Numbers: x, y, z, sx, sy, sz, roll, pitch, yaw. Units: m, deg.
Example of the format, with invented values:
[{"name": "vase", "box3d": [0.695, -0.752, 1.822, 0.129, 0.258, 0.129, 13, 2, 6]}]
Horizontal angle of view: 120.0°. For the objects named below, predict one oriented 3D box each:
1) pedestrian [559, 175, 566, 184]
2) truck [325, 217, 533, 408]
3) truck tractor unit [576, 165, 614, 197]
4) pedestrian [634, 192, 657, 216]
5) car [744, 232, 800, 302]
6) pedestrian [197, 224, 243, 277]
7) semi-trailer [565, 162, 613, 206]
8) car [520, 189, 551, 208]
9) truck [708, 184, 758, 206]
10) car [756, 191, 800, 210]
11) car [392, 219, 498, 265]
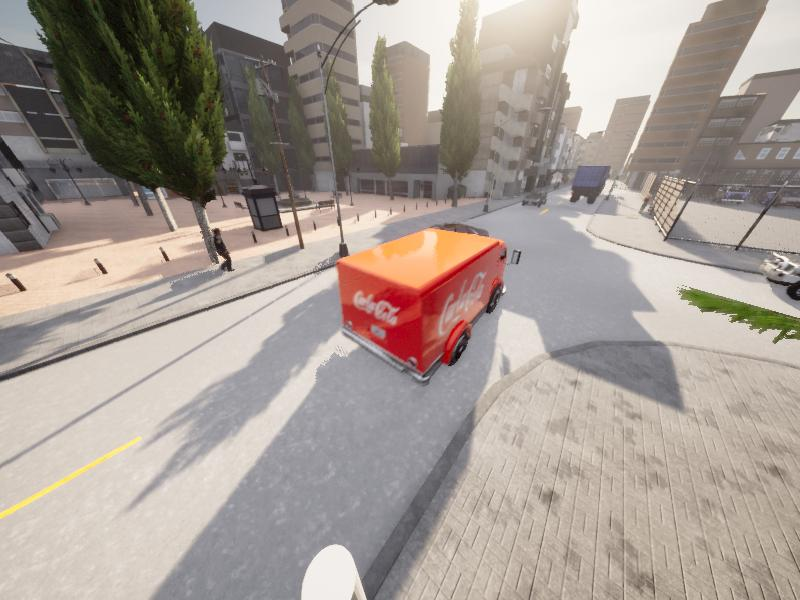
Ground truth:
[{"name": "pedestrian", "box3d": [42.883, -31.823, 61.008, 0.751, 1.860, 0.751, -25, 38, -36]}, {"name": "truck", "box3d": [1.163, -0.422, 6.268, 2.627, 2.467, 5.204, 23, 37, 34]}, {"name": "truck tractor unit", "box3d": [31.223, -19.085, 36.879, 3.053, 4.208, 6.516, 23, 37, 34]}, {"name": "pedestrian", "box3d": [22.064, -8.627, 20.814, 0.751, 1.860, 0.751, 23, 37, 34]}, {"name": "car", "box3d": [15.379, -0.594, 7.162, 4.605, 1.855, 1.932, 23, 37, 34]}, {"name": "pedestrian", "box3d": [-7.255, -2.013, 9.375, 0.751, 1.860, 0.751, 23, 37, 34]}, {"name": "semi-trailer", "box3d": [26.137, -16.152, 31.563, 2.717, 4.402, 14.254, 23, 37, 34]}, {"name": "car", "box3d": [16.042, -12.014, 27.288, 2.007, 1.525, 4.514, 23, 37, 34]}, {"name": "truck", "box3d": [40.630, -13.001, 28.353, 2.069, 2.038, 4.478, 23, 37, 34]}, {"name": "car", "box3d": [43.557, -11.395, 26.194, 2.033, 1.415, 5.357, 23, 37, 34]}, {"name": "car", "box3d": [2.234, -3.102, 11.886, 4.892, 1.490, 1.837, -9, 30, -16]}]
